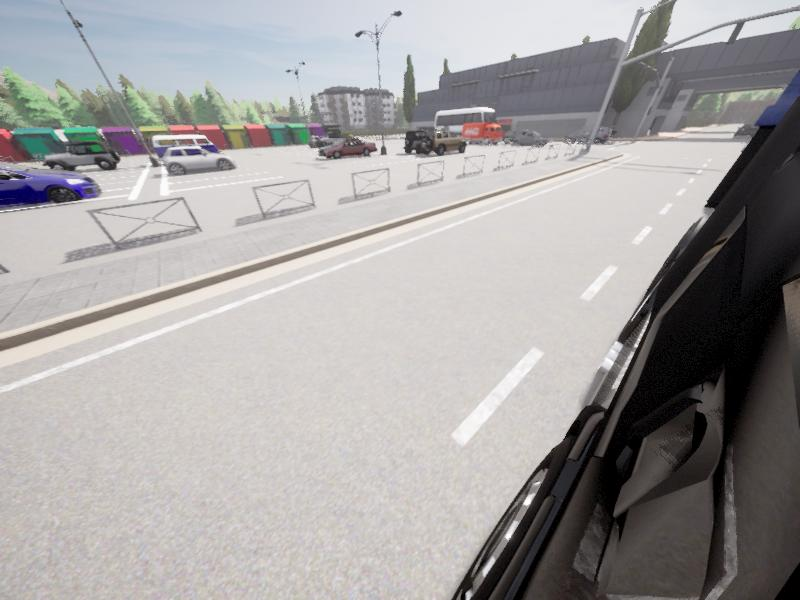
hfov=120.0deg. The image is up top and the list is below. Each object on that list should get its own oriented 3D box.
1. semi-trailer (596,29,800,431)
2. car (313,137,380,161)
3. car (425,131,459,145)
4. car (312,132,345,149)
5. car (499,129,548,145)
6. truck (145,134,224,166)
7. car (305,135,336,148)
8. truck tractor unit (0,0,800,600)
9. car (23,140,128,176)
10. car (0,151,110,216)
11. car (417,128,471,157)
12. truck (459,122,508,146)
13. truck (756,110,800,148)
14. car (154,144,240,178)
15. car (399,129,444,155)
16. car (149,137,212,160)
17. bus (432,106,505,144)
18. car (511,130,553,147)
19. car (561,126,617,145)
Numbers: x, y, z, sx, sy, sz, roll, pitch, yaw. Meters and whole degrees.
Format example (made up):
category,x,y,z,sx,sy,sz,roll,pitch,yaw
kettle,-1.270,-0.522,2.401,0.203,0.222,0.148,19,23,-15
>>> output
category,x,y,z,sx,sy,sz,roll,pitch,yaw
semi-trailer,8.814,-3.484,4.169,14.254,4.402,2.717,-26,43,-29
car,-4.620,-13.536,20.608,5.357,1.415,2.033,-28,44,-30
car,6.432,-25.351,36.138,1.801,1.575,5.366,-26,43,-29
car,-10.573,-23.765,34.277,3.866,1.878,1.905,-28,44,-30
car,16.209,-21.626,30.633,2.152,1.651,5.027,-28,44,-30
truck,-18.669,-13.220,20.274,4.478,2.038,2.069,-28,44,-30
car,-12.417,-24.859,36.238,3.806,1.475,1.970,-28,44,-30
truck tractor unit,2.645,-0.295,0.351,6.516,4.208,3.053,-28,44,-30
car,-23.549,-10.589,17.117,3.866,1.878,1.905,-28,44,-30
car,-14.384,-4.116,8.253,4.611,1.667,2.242,-28,44,-30
car,3.869,-13.793,20.169,4.605,1.855,1.932,-28,44,-30
truck,11.060,-22.340,31.120,2.627,2.467,5.204,-27,43,-29
truck,33.244,-13.460,18.137,2.627,2.467,5.204,-28,44,-31
car,-13.062,-9.120,15.057,3.806,1.475,1.970,-28,44,-30
car,2.052,-15.094,22.010,3.866,1.878,1.905,-28,44,-30
car,-23.985,-16.758,25.447,4.605,1.855,1.932,-28,44,-30
bus,10.121,-27.180,36.191,3.944,4.253,10.273,-26,43,-29
car,15.356,-18.913,27.093,1.845,1.501,3.633,-27,43,-30
car,23.014,-20.151,28.291,2.242,1.667,4.611,-27,43,-30
